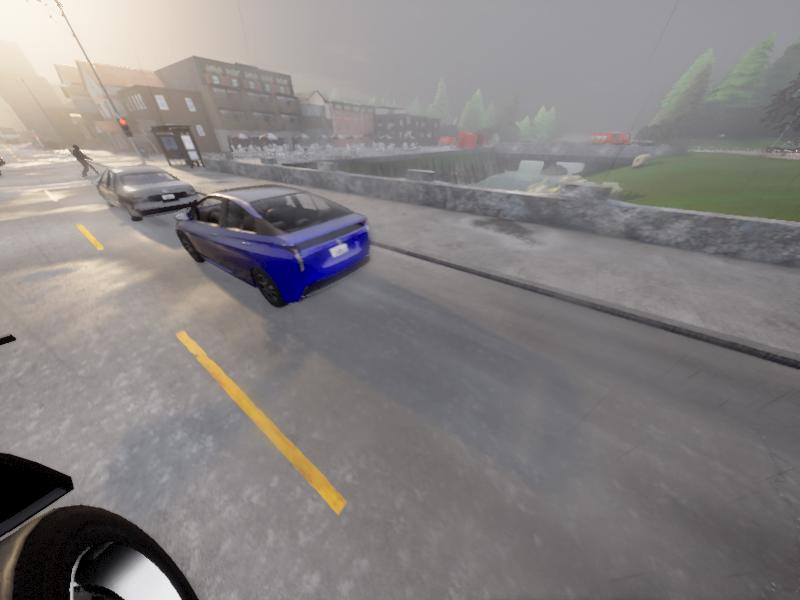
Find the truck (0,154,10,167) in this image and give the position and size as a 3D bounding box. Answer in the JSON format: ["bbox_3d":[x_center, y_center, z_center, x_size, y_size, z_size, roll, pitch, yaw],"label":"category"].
[{"bbox_3d":[-36.647,-12.807,19.590,5.204,2.467,2.627,23,41,27],"label":"truck"}]

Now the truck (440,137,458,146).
[{"bbox_3d":[16.765,-54.635,79.371,5.204,2.467,2.627,22,41,28],"label":"truck"}]

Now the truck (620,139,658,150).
[{"bbox_3d":[60.414,-39.520,58.647,6.274,2.098,2.390,22,41,28],"label":"truck"}]

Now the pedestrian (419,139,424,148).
[{"bbox_3d":[5.328,-38.708,57.040,0.751,1.860,0.751,22,41,28],"label":"pedestrian"}]

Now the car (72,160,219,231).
[{"bbox_3d":[-9.061,-3.925,8.186,5.357,1.411,2.033,22,41,28],"label":"car"}]

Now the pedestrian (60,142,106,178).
[{"bbox_3d":[-19.890,-8.780,14.527,0.751,1.860,0.751,15,38,20],"label":"pedestrian"}]

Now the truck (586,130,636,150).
[{"bbox_3d":[52.959,-40.447,58.396,8.468,3.827,2.891,22,41,28],"label":"truck"}]

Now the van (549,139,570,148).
[{"bbox_3d":[46.127,-45.291,66.804,4.442,1.987,1.775,22,41,28],"label":"van"}]

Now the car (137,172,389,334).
[{"bbox_3d":[-2.646,-1.372,4.508,4.514,1.525,2.007,22,41,28],"label":"car"}]

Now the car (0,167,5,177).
[{"bbox_3d":[-28.570,-9.029,15.336,4.718,1.301,1.895,22,41,28],"label":"car"}]
